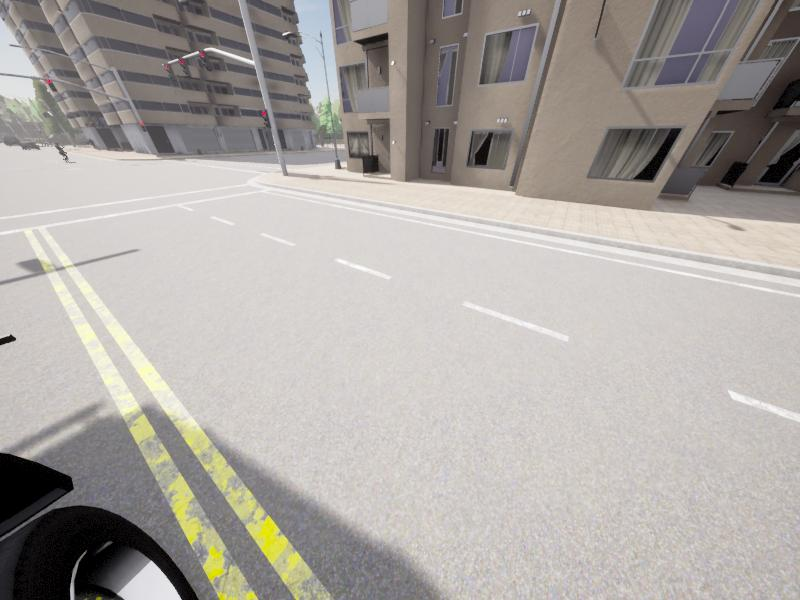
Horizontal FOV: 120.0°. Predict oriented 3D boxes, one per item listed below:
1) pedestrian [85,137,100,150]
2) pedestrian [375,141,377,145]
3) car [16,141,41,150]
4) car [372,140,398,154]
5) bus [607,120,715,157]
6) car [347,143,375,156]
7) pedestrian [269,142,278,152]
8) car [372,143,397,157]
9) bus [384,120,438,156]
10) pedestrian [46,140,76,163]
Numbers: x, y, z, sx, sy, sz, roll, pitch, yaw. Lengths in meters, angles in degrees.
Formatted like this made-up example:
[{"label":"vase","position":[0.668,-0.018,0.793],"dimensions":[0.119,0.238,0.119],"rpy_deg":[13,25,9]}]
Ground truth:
[{"label":"pedestrian","position":[-54.725,-27.832,41.110],"dimensions":[0.751,1.860,0.751],"rpy_deg":[23,41,29]},{"label":"pedestrian","position":[-7.432,-48.541,71.416],"dimensions":[0.500,1.100,0.500],"rpy_deg":[22,41,28]},{"label":"car","position":[-70.649,-29.421,43.919],"dimensions":[4.674,1.442,1.812],"rpy_deg":[21,40,27]},{"label":"car","position":[-2.426,-25.373,38.287],"dimensions":[1.932,1.855,4.605],"rpy_deg":[21,40,26]},{"label":"bus","position":[41.028,-25.772,37.009],"dimensions":[3.944,4.253,10.273],"rpy_deg":[-28,44,-35]},{"label":"car","position":[-5.708,-22.314,34.270],"dimensions":[1.970,1.475,3.806],"rpy_deg":[21,40,26]},{"label":"pedestrian","position":[-20.884,-25.293,38.239],"dimensions":[0.751,1.300,0.751],"rpy_deg":[21,40,27]},{"label":"car","position":[-2.203,-21.720,33.407],"dimensions":[1.845,1.501,3.633],"rpy_deg":[21,40,26]},{"label":"bus","position":[2.069,-26.737,38.195],"dimensions":[3.944,4.253,10.273],"rpy_deg":[21,40,26]},{"label":"pedestrian","position":[-33.045,-14.448,22.531],"dimensions":[0.751,1.860,0.751],"rpy_deg":[20,40,26]}]
